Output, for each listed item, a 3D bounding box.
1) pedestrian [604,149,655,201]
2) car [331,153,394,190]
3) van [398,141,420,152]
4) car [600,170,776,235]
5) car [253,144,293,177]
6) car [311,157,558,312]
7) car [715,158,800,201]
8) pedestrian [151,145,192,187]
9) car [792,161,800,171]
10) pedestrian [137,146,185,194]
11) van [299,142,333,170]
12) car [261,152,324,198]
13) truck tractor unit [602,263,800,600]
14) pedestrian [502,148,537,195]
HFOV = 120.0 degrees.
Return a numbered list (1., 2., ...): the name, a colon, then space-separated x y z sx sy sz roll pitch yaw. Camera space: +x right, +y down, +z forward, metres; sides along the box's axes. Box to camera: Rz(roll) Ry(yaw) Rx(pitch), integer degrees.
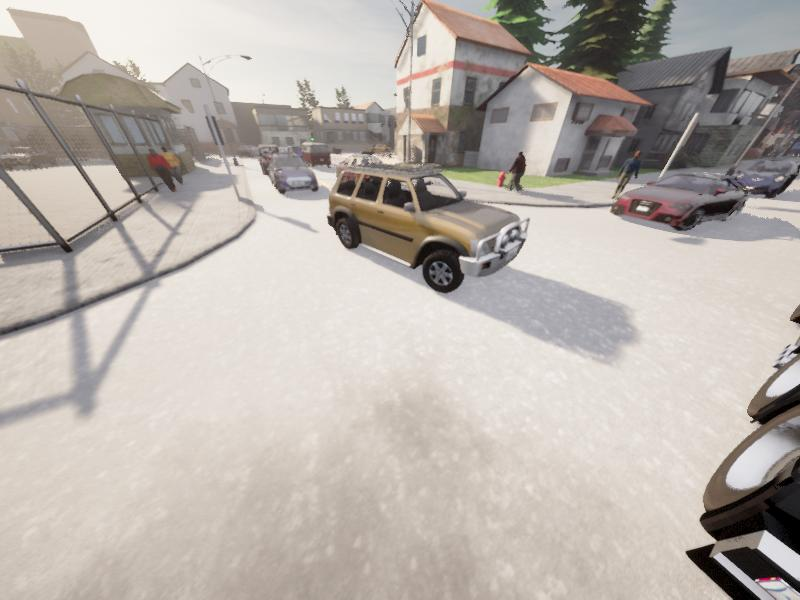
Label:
1. pedestrian: 9.661 -5.299 9.825 0.751 1.860 0.751 19 39 25
2. car: -2.386 -7.976 14.092 2.007 1.525 4.514 -19 39 -25
3. van: 1.951 -33.555 50.445 4.442 1.987 1.775 -18 39 -25
4. car: 9.547 -3.445 7.818 4.181 1.385 1.994 -12 37 -18
5. car: -9.931 -10.973 18.022 1.905 1.878 3.866 -18 39 -24
6. car: 0.260 -1.886 5.064 1.932 1.855 4.605 -30 45 -36
7. car: 18.373 -6.171 11.655 3.633 1.501 1.845 -18 39 -24
8. pedestrian: -12.024 -7.097 12.227 0.751 1.860 0.751 -19 39 -25
9. car: 39.519 -13.106 21.701 3.988 1.617 1.851 -18 39 -24
10. pedestrian: -10.869 -5.959 10.603 0.751 1.860 0.751 -18 39 -24
11. van: -8.020 -13.727 21.904 1.775 1.987 4.442 -18 39 -24
12. car: -5.898 -6.886 12.416 2.033 1.649 4.856 -18 38 -24
13. truck tractor unit: 5.107 -0.304 0.782 6.516 4.208 3.053 -18 39 -24
14. pedestrian: 5.578 -6.051 10.875 0.751 1.860 0.751 -20 40 -26
